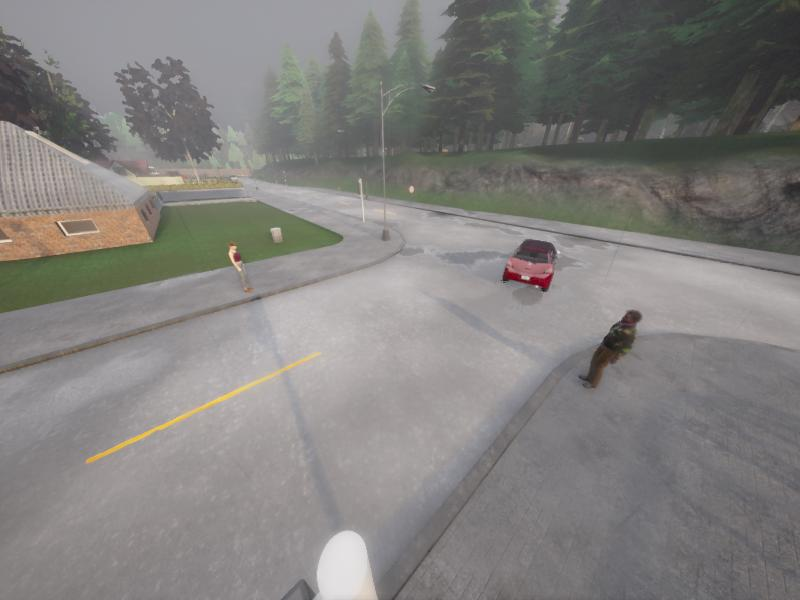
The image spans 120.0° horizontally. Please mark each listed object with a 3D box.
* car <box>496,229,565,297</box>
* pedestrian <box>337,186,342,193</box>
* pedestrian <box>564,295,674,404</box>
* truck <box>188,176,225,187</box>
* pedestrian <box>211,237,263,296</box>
[{"bbox_3d":[5.618,-1.783,9.769,1.845,1.501,3.633,18,34,27],"label":"car"},{"bbox_3d":[-10.485,-19.232,40.166,0.500,1.100,0.500,-23,37,-34],"label":"pedestrian"},{"bbox_3d":[3.970,0.957,4.415,0.751,1.860,0.751,11,32,18],"label":"pedestrian"},{"bbox_3d":[-45.809,-28.172,54.905,6.274,2.098,2.390,-23,37,-34],"label":"truck"},{"bbox_3d":[-5.603,-1.148,8.086,0.751,1.860,0.751,-3,30,-5],"label":"pedestrian"}]
